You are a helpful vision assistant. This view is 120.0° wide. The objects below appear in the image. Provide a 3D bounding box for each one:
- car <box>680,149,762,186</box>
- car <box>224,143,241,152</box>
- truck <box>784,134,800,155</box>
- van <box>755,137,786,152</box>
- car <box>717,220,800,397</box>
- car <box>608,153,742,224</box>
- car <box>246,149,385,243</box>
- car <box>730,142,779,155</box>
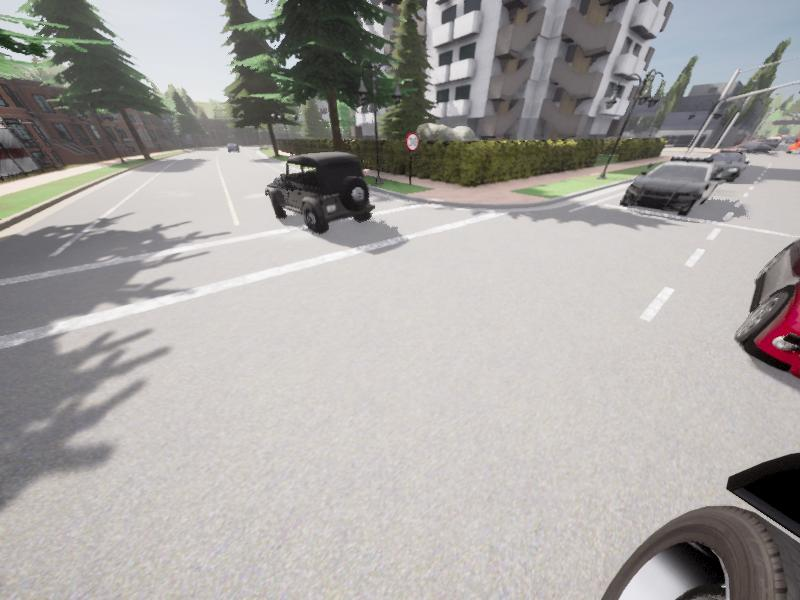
[{"bbox_3d":[19.961,-8.361,14.352,4.974,1.542,2.038,-23,41,-28],"label":"car"},{"bbox_3d":[-33.186,-30.361,45.954,2.033,1.411,5.357,-17,38,-22],"label":"car"},{"bbox_3d":[60.253,-23.065,34.184,5.204,2.467,2.627,-23,41,-28],"label":"truck"},{"bbox_3d":[67.283,-28.299,41.957,4.480,2.038,2.069,-23,41,-28],"label":"van"},{"bbox_3d":[5.999,-0.030,2.648,3.806,1.475,1.970,-23,41,-28],"label":"car"},{"bbox_3d":[10.436,-4.433,8.733,5.238,1.638,1.930,-23,41,-28],"label":"car"},{"bbox_3d":[-2.553,-3.387,7.038,3.866,1.878,1.905,27,44,33],"label":"car"},{"bbox_3d":[53.555,-22.933,34.926,4.674,1.442,1.812,-6,36,-8],"label":"car"}]
